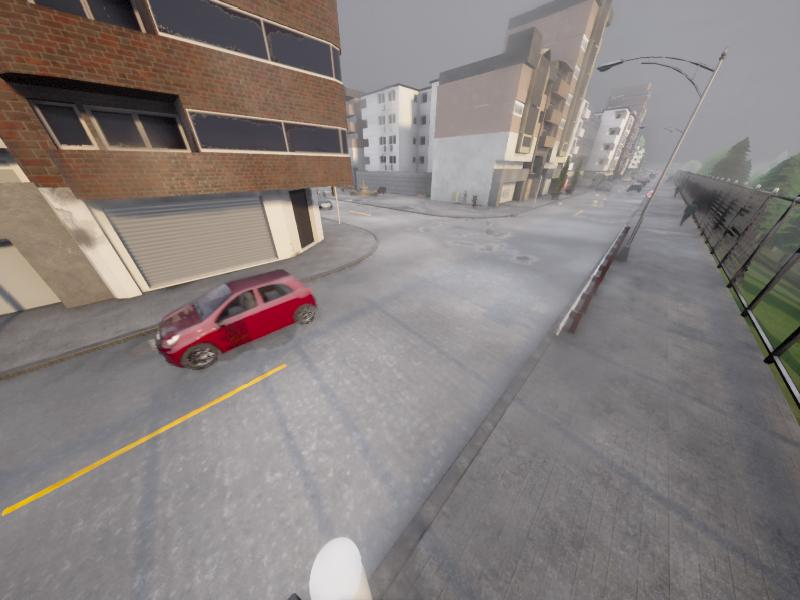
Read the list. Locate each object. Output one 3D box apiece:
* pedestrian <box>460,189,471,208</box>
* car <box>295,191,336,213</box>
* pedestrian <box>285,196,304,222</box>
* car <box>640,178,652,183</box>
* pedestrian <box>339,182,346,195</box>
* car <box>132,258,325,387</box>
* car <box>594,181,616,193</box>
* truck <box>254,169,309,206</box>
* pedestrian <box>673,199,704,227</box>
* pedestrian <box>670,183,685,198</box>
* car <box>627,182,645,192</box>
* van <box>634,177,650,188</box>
[{"bbox_3d":[7.387,-11.487,26.022,0.751,1.860,0.751,19,35,29],"label":"pedestrian"},{"bbox_3d":[-9.329,-10.849,25.377,2.033,1.649,4.856,-26,39,-37],"label":"car"},{"bbox_3d":[-8.599,-7.430,18.950,0.751,1.860,0.751,11,32,18],"label":"pedestrian"},{"bbox_3d":[71.300,-34.598,66.833,4.718,1.301,1.895,-27,39,-38],"label":"car"},{"bbox_3d":[-9.298,-18.063,37.382,0.751,1.860,0.751,-26,39,-37],"label":"pedestrian"},{"bbox_3d":[-4.264,0.242,6.265,3.633,1.501,1.845,-26,39,-38],"label":"car"},{"bbox_3d":[37.781,-20.879,42.588,4.553,1.767,2.097,-27,39,-38],"label":"car"},{"bbox_3d":[-15.596,-14.898,30.194,2.891,3.827,8.468,-26,39,-38],"label":"truck"},{"bbox_3d":[21.743,-6.561,17.461,0.751,1.860,0.751,26,39,37],"label":"pedestrian"},{"bbox_3d":[40.643,-16.012,33.831,0.751,1.860,0.751,25,39,37],"label":"pedestrian"},{"bbox_3d":[45.055,-21.563,44.059,4.892,1.490,1.837,-27,39,-38],"label":"car"},{"bbox_3d":[55.635,-27.062,53.100,4.442,1.987,1.775,-27,39,-38],"label":"van"}]
